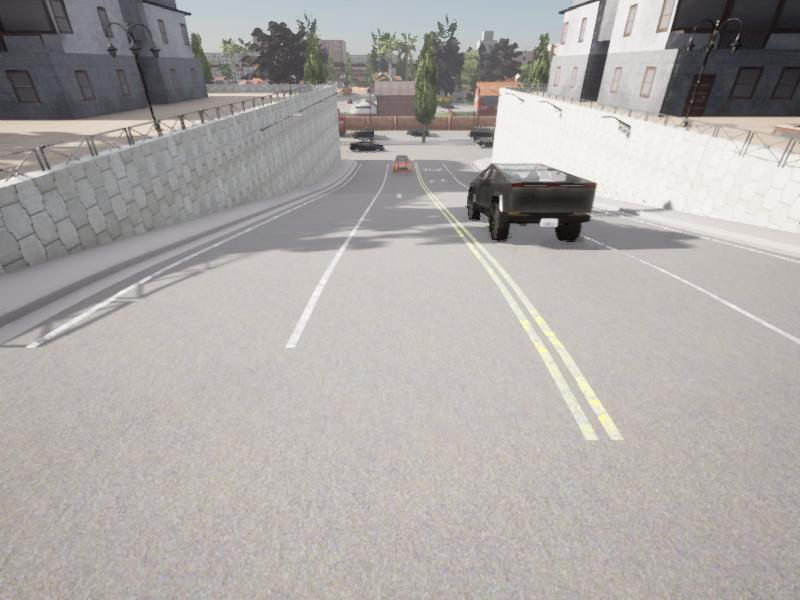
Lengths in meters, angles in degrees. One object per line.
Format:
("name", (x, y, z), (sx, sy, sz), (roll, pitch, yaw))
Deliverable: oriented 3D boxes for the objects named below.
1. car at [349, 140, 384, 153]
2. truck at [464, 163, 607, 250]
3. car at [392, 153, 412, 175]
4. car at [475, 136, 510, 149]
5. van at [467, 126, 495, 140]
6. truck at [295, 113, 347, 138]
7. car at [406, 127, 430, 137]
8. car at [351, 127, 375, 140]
("car", (-4.926, -22.801, 59.321), (5.008, 1.535, 1.882), (0, 30, 0))
("truck", (3.768, -3.298, 12.906), (2.390, 2.098, 6.274), (0, 19, 0))
("car", (0.239, -15.175, 44.489), (2.097, 1.767, 4.553), (-1, 26, 1))
("car", (14.380, -24.585, 62.392), (4.902, 1.511, 2.128), (0, 30, 0))
("van", (13.982, -28.857, 69.163), (4.442, 1.987, 1.775), (0, 30, 0))
("truck", (-13.951, -31.347, 71.678), (8.468, 3.827, 2.891), (0, 30, 0))
("car", (3.238, -30.329, 72.322), (4.181, 1.385, 1.994), (0, 30, 0))
("car", (-6.413, -28.746, 69.164), (3.866, 1.878, 1.905), (0, 30, 0))
